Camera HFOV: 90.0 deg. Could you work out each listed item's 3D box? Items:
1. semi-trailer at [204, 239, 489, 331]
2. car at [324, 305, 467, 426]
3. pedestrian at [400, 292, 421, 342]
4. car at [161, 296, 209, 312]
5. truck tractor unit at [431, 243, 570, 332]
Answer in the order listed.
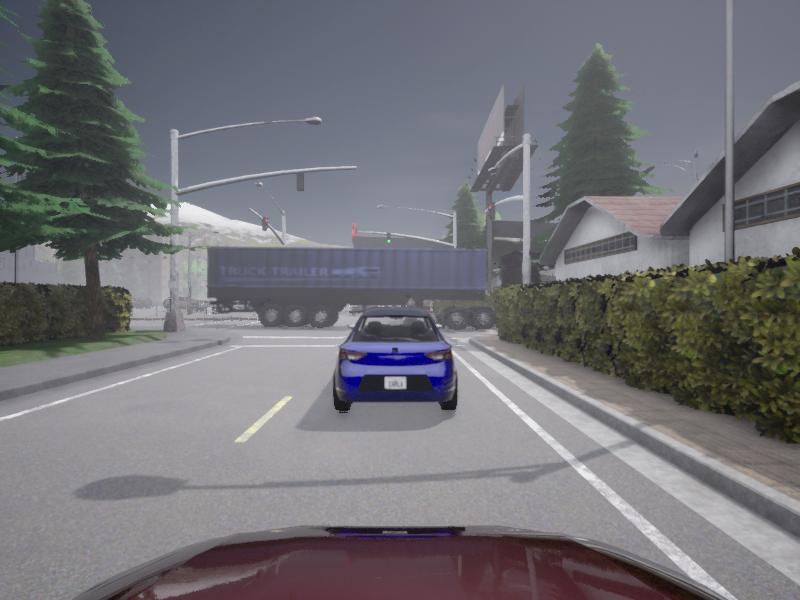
[{"bbox_3d":[-2.675,-0.728,21.478,14.254,4.402,2.717,1,0,-1],"label":"semi-trailer"},{"bbox_3d":[-0.081,0.855,7.161,1.816,1.474,4.193,0,0,-1],"label":"car"},{"bbox_3d":[0.388,0.636,15.398,0.751,1.860,0.751,0,0,-2],"label":"pedestrian"},{"bbox_3d":[-25.181,0.445,47.065,4.605,1.855,1.932,0,0,-1],"label":"car"},{"bbox_3d":[5.175,-0.631,21.607,6.516,4.208,3.053,-3,0,-1],"label":"truck tractor unit"}]
